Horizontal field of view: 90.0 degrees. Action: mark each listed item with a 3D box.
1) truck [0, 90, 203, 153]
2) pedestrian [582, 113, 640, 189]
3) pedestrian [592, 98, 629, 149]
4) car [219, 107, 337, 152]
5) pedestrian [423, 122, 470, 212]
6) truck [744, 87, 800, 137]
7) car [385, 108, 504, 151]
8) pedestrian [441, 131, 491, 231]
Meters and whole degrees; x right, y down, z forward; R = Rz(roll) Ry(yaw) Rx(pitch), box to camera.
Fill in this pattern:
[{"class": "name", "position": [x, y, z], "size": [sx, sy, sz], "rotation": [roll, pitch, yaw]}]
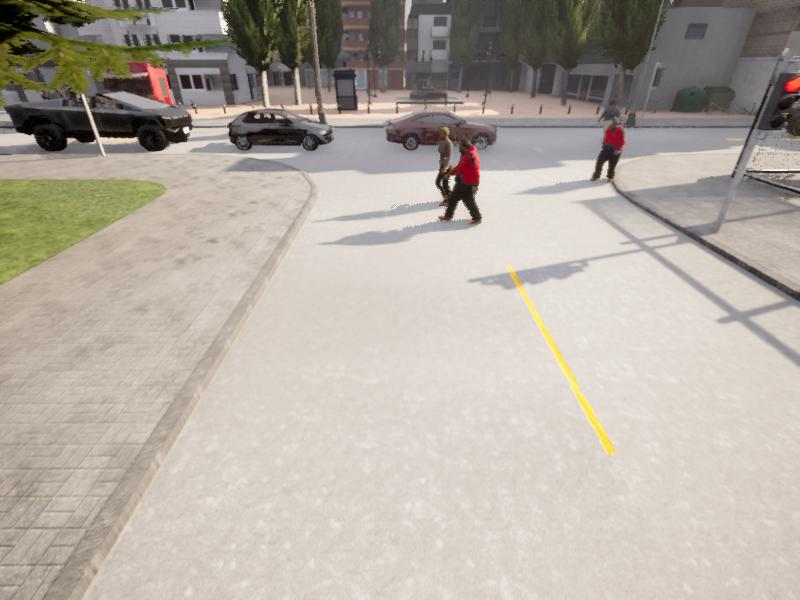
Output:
[{"class": "truck", "position": [-12.072, -7.429, 16.574], "size": [6.274, 2.098, 2.390], "rotation": [0, 30, 0]}, {"class": "pedestrian", "position": [5.934, -4.220, 11.307], "size": [0.751, 1.860, 0.751], "rotation": [-18, 35, -28]}, {"class": "pedestrian", "position": [8.718, -7.357, 16.664], "size": [0.751, 1.860, 0.751], "rotation": [3, 30, 5]}, {"class": "car", "position": [-4.932, -7.133, 16.698], "size": [4.193, 1.474, 1.816], "rotation": [1, 30, 2]}, {"class": "pedestrian", "position": [1.051, -3.118, 9.420], "size": [0.751, 1.860, 0.751], "rotation": [-10, 32, -16]}, {"class": "truck", "position": [21.862, -9.540, 20.216], "size": [6.274, 2.098, 2.390], "rotation": [0, 30, -1]}, {"class": "car", "position": [1.734, -7.177, 16.809], "size": [4.674, 1.442, 1.812], "rotation": [0, 30, 0]}, {"class": "pedestrian", "position": [1.320, -2.436, 8.258], "size": [0.751, 1.860, 0.751], "rotation": [0, 30, -1]}]
